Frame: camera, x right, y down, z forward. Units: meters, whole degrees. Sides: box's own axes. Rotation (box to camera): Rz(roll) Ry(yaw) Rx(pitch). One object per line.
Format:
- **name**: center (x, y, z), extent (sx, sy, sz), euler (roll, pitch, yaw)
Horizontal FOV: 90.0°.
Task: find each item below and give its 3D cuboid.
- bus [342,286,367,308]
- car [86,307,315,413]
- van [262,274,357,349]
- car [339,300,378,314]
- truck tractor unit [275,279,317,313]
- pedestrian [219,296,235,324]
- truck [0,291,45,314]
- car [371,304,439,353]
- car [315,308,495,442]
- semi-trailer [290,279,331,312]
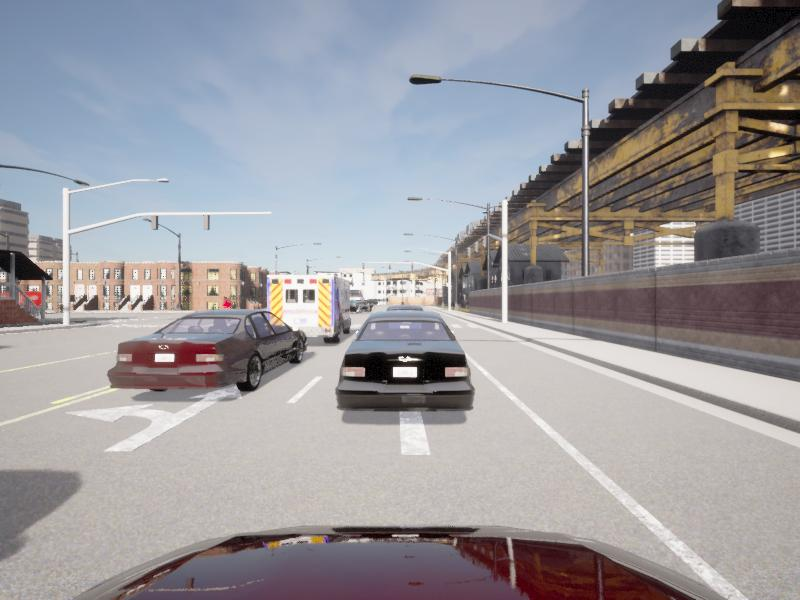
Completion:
- **bus**: center (-9.327, -0.534, 83.213), extent (3.944, 4.253, 10.273), euler (0, 0, 1)
- **car**: center (-3.400, 0.895, 8.344), extent (2.033, 1.411, 5.357), euler (0, 0, 1)
- **van**: center (-3.303, 0.378, 16.290), extent (2.351, 2.431, 6.366), euler (0, 0, 1)
- **car**: center (-4.827, 0.771, 47.231), extent (1.930, 1.638, 5.238), euler (0, 0, 28)
- **truck tractor unit**: center (-13.756, -0.523, 53.326), extent (3.053, 4.208, 6.516), euler (0, 0, 9)
- **pedestrian**: center (-11.514, 0.637, 26.609), extent (0.751, 1.860, 0.751), euler (0, 0, -1)
- **truck**: center (-44.255, 0.325, 45.905), extent (5.204, 2.467, 2.627), euler (-2, 0, 11)
- **car**: center (0.178, 0.895, 14.747), extent (2.033, 1.411, 5.357), euler (0, 0, 1)
- **car**: center (0.088, 0.895, 7.195), extent (2.033, 1.411, 5.357), euler (0, 0, 1)
- **semi-trailer**: center (-13.290, -0.627, 61.213), extent (2.717, 4.402, 14.254), euler (1, 0, 1)
